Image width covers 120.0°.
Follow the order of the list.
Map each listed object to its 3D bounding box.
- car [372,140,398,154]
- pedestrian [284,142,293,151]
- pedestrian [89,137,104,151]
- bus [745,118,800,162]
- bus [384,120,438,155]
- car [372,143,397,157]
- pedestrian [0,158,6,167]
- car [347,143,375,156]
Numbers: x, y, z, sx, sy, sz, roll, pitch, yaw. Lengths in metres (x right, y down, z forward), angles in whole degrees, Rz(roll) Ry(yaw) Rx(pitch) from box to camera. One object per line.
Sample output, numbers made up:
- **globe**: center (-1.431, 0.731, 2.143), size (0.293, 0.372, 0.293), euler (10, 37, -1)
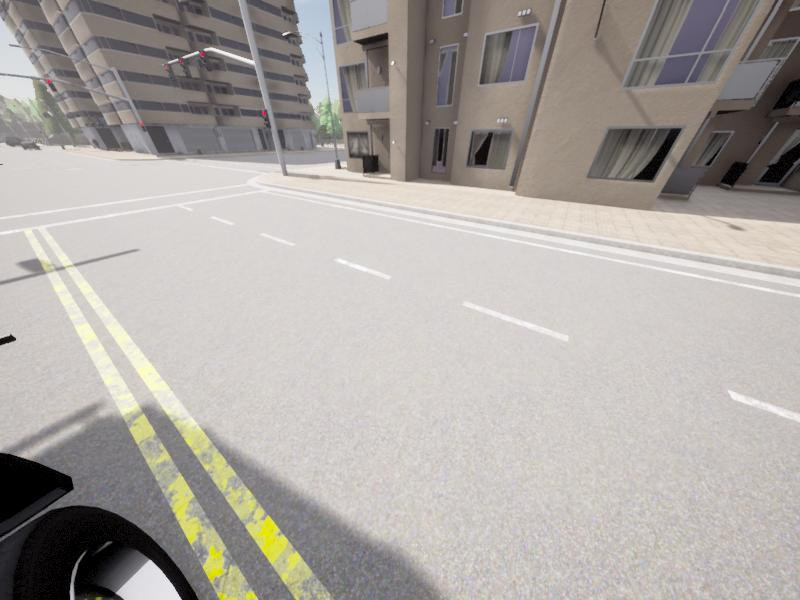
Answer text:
- **car**: center (-2.424, -25.377, 38.284), size (1.932, 1.855, 4.605), euler (21, 40, 26)
- **pedestrian**: center (-19.366, -26.612, 40.115), size (0.751, 1.300, 0.751), euler (21, 40, 27)
- **pedestrian**: center (-51.297, -26.376, 39.062), size (0.751, 1.860, 0.751), euler (23, 41, 28)
- **bus**: center (49.643, -18.094, 26.159), size (3.944, 4.253, 10.273), euler (-9, 36, -14)
- **bus**: center (2.071, -26.741, 38.192), size (3.944, 4.253, 10.273), euler (21, 40, 26)
- **car**: center (-2.202, -21.724, 33.404), size (1.845, 1.501, 3.633), euler (21, 40, 26)
- **pedestrian**: center (-35.217, -12.495, 19.739), size (0.751, 1.860, 0.751), euler (23, 41, 29)
- **car**: center (-5.706, -22.318, 34.268), size (1.970, 1.475, 3.806), euler (21, 40, 26)
